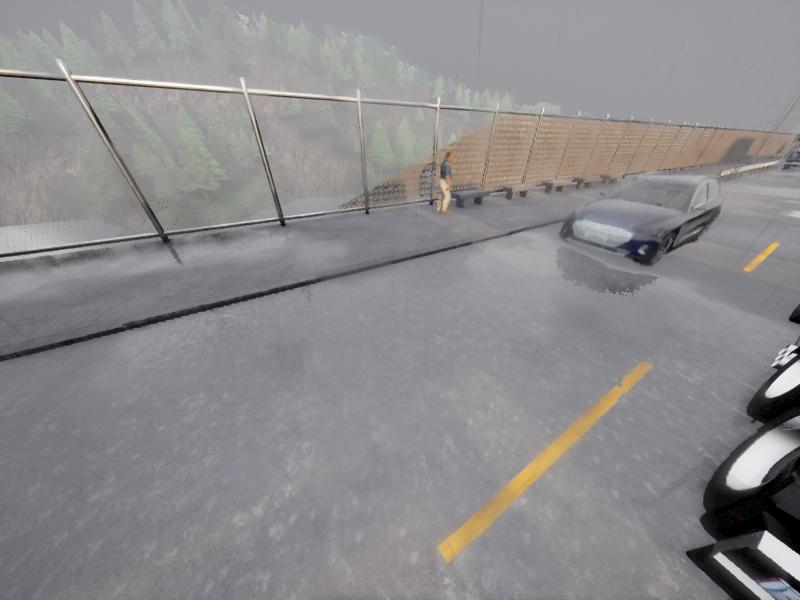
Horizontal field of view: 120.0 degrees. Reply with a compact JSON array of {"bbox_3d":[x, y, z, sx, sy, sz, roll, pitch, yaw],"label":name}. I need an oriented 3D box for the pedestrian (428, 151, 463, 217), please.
[{"bbox_3d":[1.437,-3.789,7.598,0.751,1.860,0.751,-2,35,-3],"label":"pedestrian"}]

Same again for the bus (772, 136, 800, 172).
[{"bbox_3d":[40.701,-14.507,21.389,10.273,4.253,3.944,-18,39,-24],"label":"bus"}]

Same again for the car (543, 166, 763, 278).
[{"bbox_3d":[6.418,-2.311,5.938,4.856,1.649,2.033,-18,39,-24],"label":"car"}]

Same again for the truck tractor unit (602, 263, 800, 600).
[{"bbox_3d":[5.108,-0.304,0.785,6.516,4.208,3.053,-18,39,-24],"label":"truck tractor unit"}]
